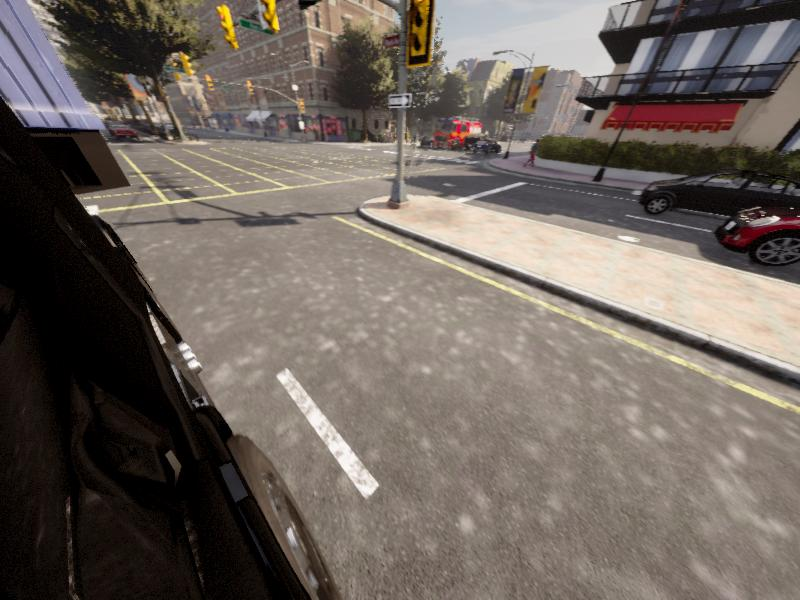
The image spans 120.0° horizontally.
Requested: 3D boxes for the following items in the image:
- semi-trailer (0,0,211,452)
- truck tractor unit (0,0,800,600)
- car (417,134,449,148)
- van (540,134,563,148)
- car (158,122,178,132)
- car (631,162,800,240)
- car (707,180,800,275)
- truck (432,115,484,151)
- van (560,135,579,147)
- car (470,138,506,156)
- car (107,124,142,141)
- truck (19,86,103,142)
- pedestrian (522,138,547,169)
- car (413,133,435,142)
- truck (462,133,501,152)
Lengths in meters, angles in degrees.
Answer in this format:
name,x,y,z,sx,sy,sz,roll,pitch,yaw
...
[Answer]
name,x,y,z,sx,sy,sz,roll,pitch,yaw
semi-trailer,-10.067,-1.725,1.620,14.254,4.402,2.717,5,36,3
truck tractor unit,-2.645,-0.295,0.351,6.516,4.208,3.053,28,44,30
car,5.167,-24.706,35.924,1.930,1.638,5.238,30,44,32
van,35.577,-37.368,54.275,2.351,2.431,6.366,30,45,32
car,-46.283,-34.565,46.034,3.806,1.475,1.970,31,45,32
car,10.753,-3.553,7.854,3.705,1.549,1.789,31,45,32
car,9.754,-1.246,4.745,3.806,1.475,1.970,31,45,32
truck,8.681,-24.638,34.226,2.891,3.827,8.468,30,45,32
van,47.747,-44.758,65.015,2.351,2.431,6.366,30,45,32
car,10.950,-19.048,28.682,2.033,1.649,4.856,30,45,32
car,-31.029,-18.859,26.005,4.718,1.301,1.895,31,45,32
truck,-33.818,-18.687,23.471,8.468,3.827,2.891,31,45,32
pedestrian,9.819,-10.761,16.952,0.751,1.860,0.751,-22,43,-30
car,5.544,-37.808,53.694,4.974,1.542,2.038,31,45,33
truck,11.800,-22.802,33.401,2.390,2.098,6.274,30,45,32
